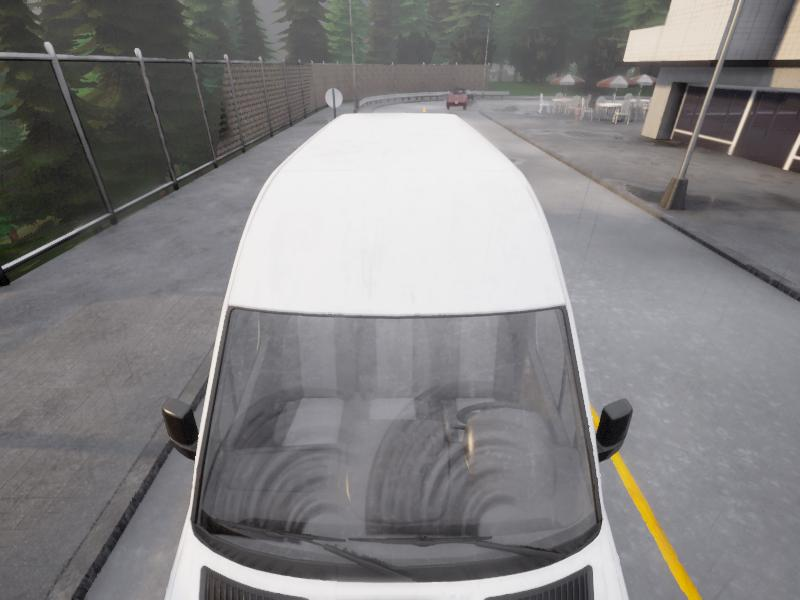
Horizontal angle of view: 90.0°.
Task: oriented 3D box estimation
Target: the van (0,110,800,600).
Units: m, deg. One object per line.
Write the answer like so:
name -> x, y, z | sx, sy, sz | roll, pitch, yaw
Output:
van -> -0.019, 0.046, 3.433 | 1.988, 2.561, 5.915 | 0, 30, 0

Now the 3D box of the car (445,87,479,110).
car -> 5.176, -16.761, 33.209 | 1.845, 1.501, 3.633 | 11, 32, 19

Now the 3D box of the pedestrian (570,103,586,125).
pedestrian -> 10.206, -10.682, 22.970 | 0.500, 1.100, 0.500 | 1, 30, 1
